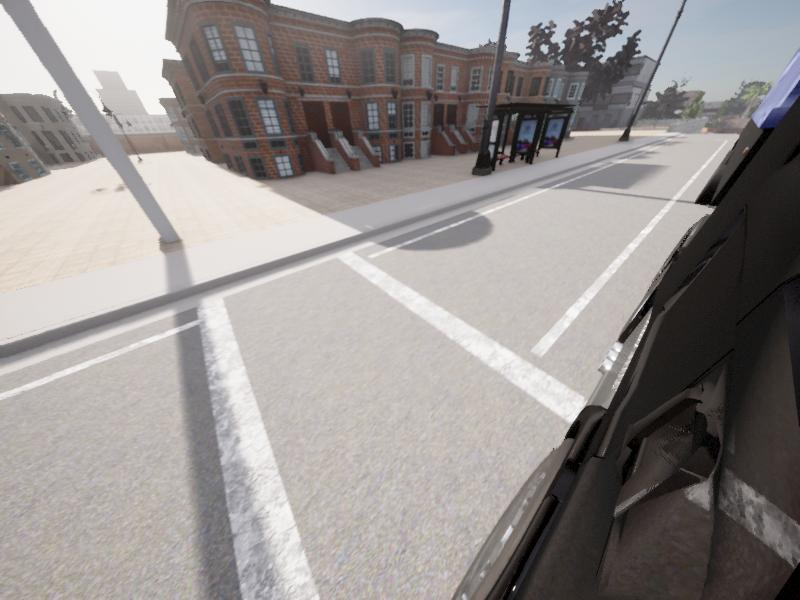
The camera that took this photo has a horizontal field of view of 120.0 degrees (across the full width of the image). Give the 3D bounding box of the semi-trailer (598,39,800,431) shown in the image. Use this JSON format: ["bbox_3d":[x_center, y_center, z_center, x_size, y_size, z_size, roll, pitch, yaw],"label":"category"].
[{"bbox_3d":[8.676,-3.620,4.251,14.254,4.402,2.717,-28,44,-30],"label":"semi-trailer"}]

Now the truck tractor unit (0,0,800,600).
[{"bbox_3d":[2.645,-0.295,0.351,6.516,4.208,3.053,-28,44,-30],"label":"truck tractor unit"}]

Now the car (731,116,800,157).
[{"bbox_3d":[23.136,-10.261,14.408,4.553,1.767,2.097,-28,44,-30],"label":"car"}]
